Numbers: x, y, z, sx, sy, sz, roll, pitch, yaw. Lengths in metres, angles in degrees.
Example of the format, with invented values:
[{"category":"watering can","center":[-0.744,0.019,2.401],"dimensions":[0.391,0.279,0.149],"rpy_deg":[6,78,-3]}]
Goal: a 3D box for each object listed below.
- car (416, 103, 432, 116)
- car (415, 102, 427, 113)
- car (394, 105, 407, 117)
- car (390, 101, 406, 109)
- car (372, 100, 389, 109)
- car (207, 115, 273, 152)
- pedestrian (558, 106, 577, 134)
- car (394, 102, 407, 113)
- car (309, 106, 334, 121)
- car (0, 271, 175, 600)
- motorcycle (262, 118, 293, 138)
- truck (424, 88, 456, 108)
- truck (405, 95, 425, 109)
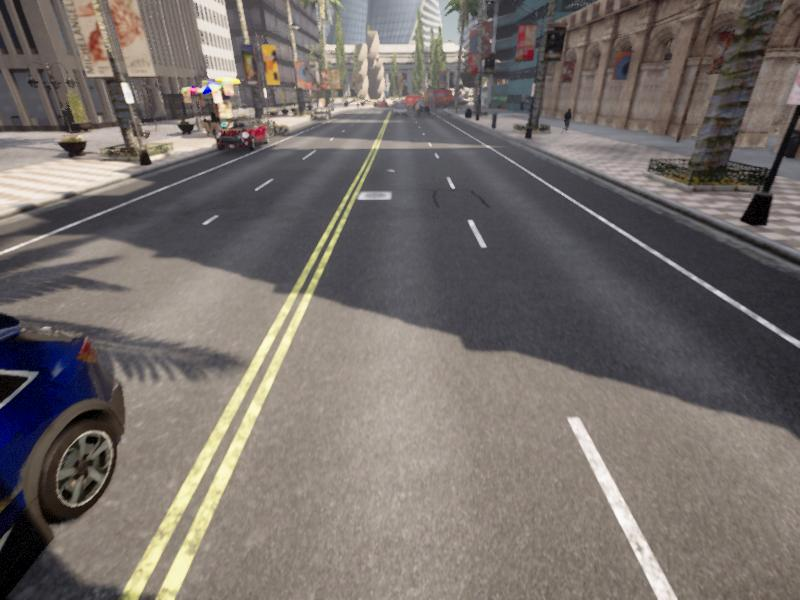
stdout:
[{"category":"car","center":[3.576,-28.878,60.580],"dimensions":[2.128,1.511,4.902],"rpy_deg":[-1,27,0]},{"category":"car","center":[3.542,-33.528,69.520],"dimensions":[1.801,1.575,5.366],"rpy_deg":[-1,27,0]},{"category":"car","center":[0.084,-27.810,58.820],"dimensions":[1.895,1.301,4.718],"rpy_deg":[-1,27,0]},{"category":"car","center":[-0.364,-42.797,87.580],"dimensions":[1.812,1.442,4.674],"rpy_deg":[10,29,19]},{"category":"car","center":[-4.215,-42.685,87.337],"dimensions":[1.882,1.535,5.008],"rpy_deg":[8,29,16]},{"category":"car","center":[-9.892,-10.580,25.230],"dimensions":[2.185,1.767,4.553],"rpy_deg":[-1,27,0]},{"category":"pedestrian","center":[12.413,-13.319,29.632],"dimensions":[0.751,1.860,0.751],"rpy_deg":[-1,27,0]},{"category":"car","center":[0.050,-32.478,67.507],"dimensions":[2.038,1.542,4.974],"rpy_deg":[-1,27,0]},{"category":"car","center":[-9.976,-23.984,51.368],"dimensions":[2.231,1.521,4.892],"rpy_deg":[-1,27,0]},{"category":"car","center":[-3.472,1.592,1.798],"dimensions":[2.033,1.649,4.856],"rpy_deg":[0,27,1]},{"category":"motorcycle","center":[-9.762,-13.714,31.891],"dimensions":[0.764,1.277,2.356],"rpy_deg":[14,31,26]},{"category":"truck","center":[9.025,-45.281,89.604],"dimensions":[2.891,3.827,8.468],"rpy_deg":[18,33,32]},{"category":"truck","center":[3.312,-43.145,87.067],"dimensions":[2.627,2.467,5.204],"rpy_deg":[12,30,22]}]
